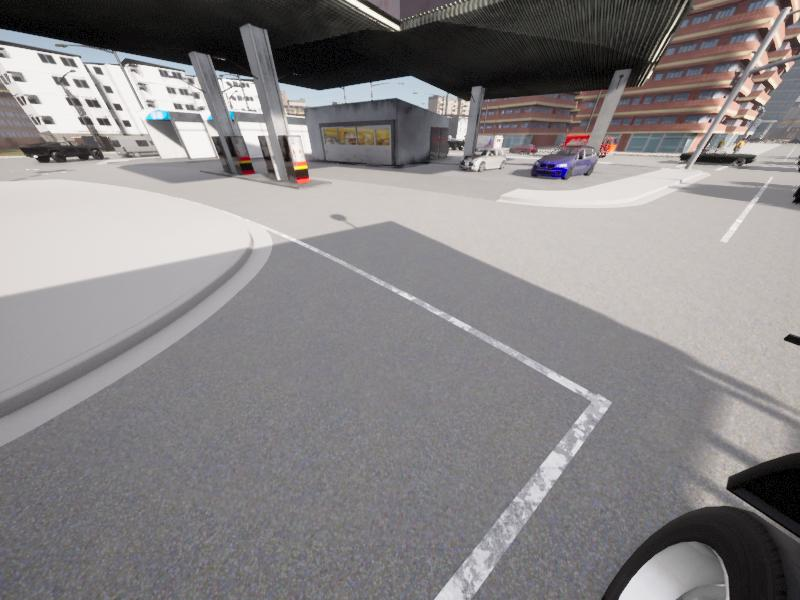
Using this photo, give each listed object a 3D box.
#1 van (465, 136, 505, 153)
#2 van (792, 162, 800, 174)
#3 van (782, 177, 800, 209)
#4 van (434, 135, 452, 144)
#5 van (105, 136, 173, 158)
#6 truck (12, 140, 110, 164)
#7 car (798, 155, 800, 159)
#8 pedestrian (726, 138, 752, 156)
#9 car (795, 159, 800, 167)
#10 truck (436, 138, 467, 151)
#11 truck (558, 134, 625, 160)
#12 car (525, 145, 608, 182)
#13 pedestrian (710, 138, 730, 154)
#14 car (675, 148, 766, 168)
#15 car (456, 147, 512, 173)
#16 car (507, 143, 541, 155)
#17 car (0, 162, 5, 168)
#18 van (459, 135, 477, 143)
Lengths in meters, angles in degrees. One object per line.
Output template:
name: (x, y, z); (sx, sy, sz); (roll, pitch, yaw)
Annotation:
van: (15.331, -28.426, 42.056); (2.351, 2.431, 6.366); (-23, 41, -29)
van: (30.882, -10.277, 16.524); (4.480, 2.038, 2.069); (-22, 41, -28)
van: (17.150, -4.690, 8.682); (4.480, 2.038, 2.069); (-22, 41, -28)
van: (15.302, -57.038, 82.147); (6.366, 2.431, 2.351); (-23, 41, -27)
van: (-38.073, -22.613, 34.077); (1.988, 2.561, 5.915); (9, 36, 13)
truck: (-39.701, -17.692, 27.484); (2.390, 2.098, 6.274); (0, 35, 0)
car: (47.617, -17.034, 26.140); (4.605, 1.855, 1.932); (-22, 41, -28)
pedestrian: (41.406, -18.701, 28.255); (0.751, 1.860, 0.751); (5, 36, 7)
car: (37.815, -13.045, 20.530); (4.605, 1.855, 1.932); (-23, 41, -27)
truck: (10.485, -32.113, 47.609); (2.390, 2.098, 6.274); (-23, 41, -29)
truck: (23.204, -18.800, 28.300); (2.627, 2.467, 5.204); (-23, 41, -29)
car: (10.492, -8.746, 14.603); (4.611, 1.667, 2.242); (-22, 41, -28)
pedestrian: (44.874, -21.655, 32.398); (0.751, 1.860, 0.751); (-23, 41, -29)
car: (29.524, -13.323, 21.499); (1.895, 1.301, 4.718); (-23, 41, -28)
car: (6.567, -11.057, 18.190); (3.806, 1.475, 1.970); (-22, 41, -28)
car: (19.898, -24.386, 37.209); (1.994, 1.385, 4.181); (-22, 41, -28)
car: (-38.838, -12.351, 20.391); (1.845, 1.501, 3.633); (-9, 36, -12)
van: (25.893, -61.510, 88.025); (6.366, 2.431, 2.351); (-23, 41, -27)
